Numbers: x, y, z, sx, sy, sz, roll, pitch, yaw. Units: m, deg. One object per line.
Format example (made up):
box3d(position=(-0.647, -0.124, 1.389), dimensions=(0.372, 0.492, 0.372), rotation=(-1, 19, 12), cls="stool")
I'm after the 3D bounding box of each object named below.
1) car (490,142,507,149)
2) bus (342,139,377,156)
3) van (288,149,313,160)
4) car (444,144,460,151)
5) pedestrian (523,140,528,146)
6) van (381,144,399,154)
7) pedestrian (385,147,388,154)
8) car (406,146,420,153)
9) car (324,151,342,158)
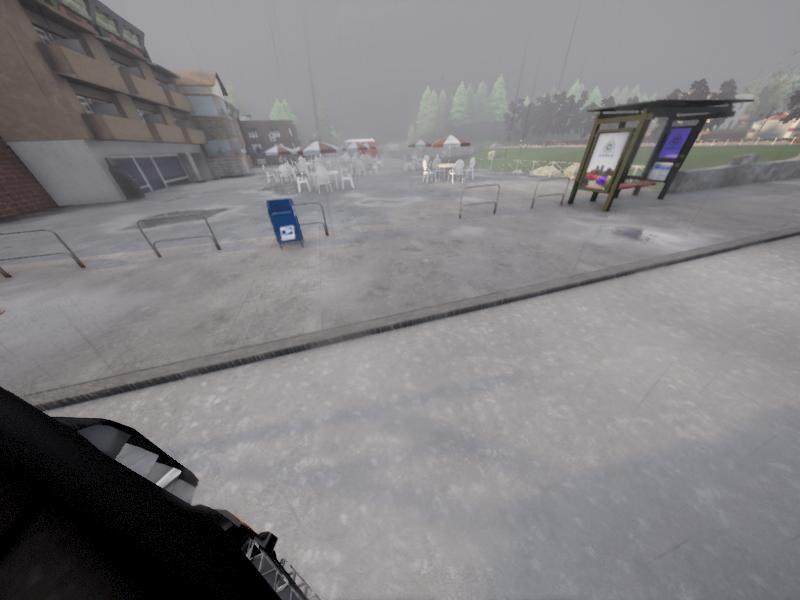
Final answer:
box3d(position=(36.037, -56.622, 84.684), dimensions=(5.027, 1.651, 2.152), rotation=(-12, 35, -13), cls="car")
box3d(position=(-13.343, -49.955, 75.764), dimensions=(10.273, 4.253, 3.944), rotation=(-12, 35, -13), cls="bus")
box3d(position=(-29.526, -43.607, 69.119), dimensions=(6.366, 2.431, 2.351), rotation=(-12, 35, -13), cls="van")
box3d(position=(18.216, -53.088, 80.451), dimensions=(4.856, 1.649, 2.033), rotation=(-12, 35, -13), cls="car")
box3d(position=(45.488, -56.960, 83.785), dimensions=(0.751, 1.860, 0.751), rotation=(-10, 34, -10), cls="pedestrian")
box3d(position=(-3.360, -51.375, 78.655), dimensions=(5.915, 2.561, 1.988), rotation=(-12, 35, -13), cls="van")
box3d(position=(-4.191, -45.650, 70.574), dimensions=(0.751, 1.860, 0.751), rotation=(-11, 35, -13), cls="pedestrian")
box3d(position=(4.589, -52.673, 80.719), dimensions=(4.553, 1.767, 2.097), rotation=(-12, 35, -13), cls="car")
box3d(position=(-20.694, -45.092, 71.393), dimensions=(4.856, 1.649, 2.033), rotation=(-12, 35, -13), cls="car")
